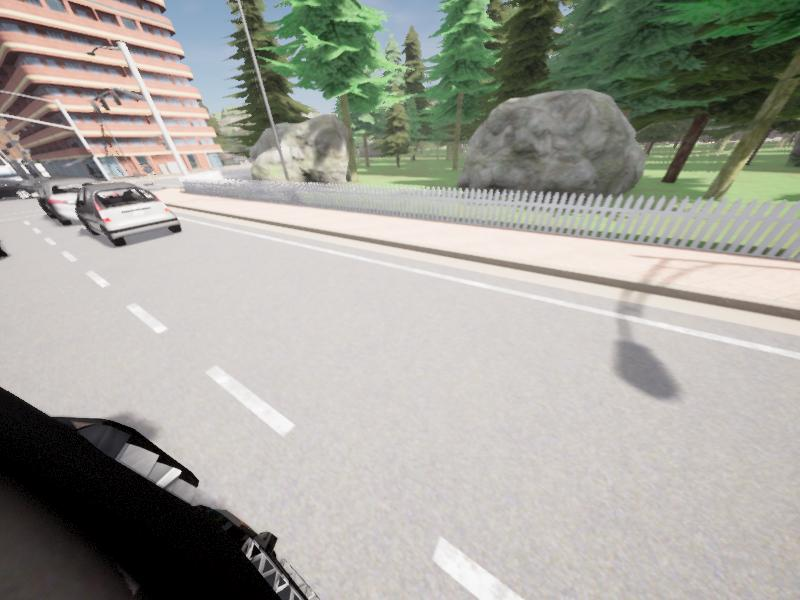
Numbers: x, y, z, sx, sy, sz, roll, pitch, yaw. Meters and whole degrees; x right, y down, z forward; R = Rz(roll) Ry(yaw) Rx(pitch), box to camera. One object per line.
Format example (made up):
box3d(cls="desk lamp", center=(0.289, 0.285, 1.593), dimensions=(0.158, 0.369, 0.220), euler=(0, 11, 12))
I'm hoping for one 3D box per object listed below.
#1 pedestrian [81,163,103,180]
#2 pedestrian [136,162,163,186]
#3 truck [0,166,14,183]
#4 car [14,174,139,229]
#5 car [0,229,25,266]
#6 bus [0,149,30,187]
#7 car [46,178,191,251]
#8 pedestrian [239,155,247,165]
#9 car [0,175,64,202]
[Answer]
box3d(cls="pedestrian", center=(-40.011, -16.638, 30.033), dimensions=(0.751, 1.860, 0.751), euler=(9, 35, 17))
box3d(cls="pedestrian", center=(-23.430, -11.765, 21.618), dimensions=(0.751, 1.860, 0.751), euler=(9, 36, 18))
box3d(cls="truck", center=(-67.296, -21.168, 37.461), dimensions=(8.468, 3.827, 2.891), euler=(17, 38, 27))
box3d(cls="car", center=(-14.843, -4.699, 10.642), dimensions=(4.611, 1.667, 2.242), euler=(17, 38, 27))
box3d(cls="car", center=(-13.094, -1.839, 6.349), dimensions=(4.902, 1.511, 2.128), euler=(17, 38, 27))
box3d(cls="bus", center=(-56.478, -18.044, 31.553), dimensions=(10.273, 4.253, 3.944), euler=(17, 38, 27))
box3d(cls="car", center=(-9.497, -3.069, 7.840), dimensions=(3.988, 1.617, 1.851), euler=(17, 38, 27))
box3d(cls="pedestrian", center=(-35.983, -32.145, 52.965), dimensions=(0.751, 1.860, 0.751), euler=(-14, 35, -16))
box3d(cls="car", center=(-30.148, -8.454, 17.571), dimensions=(4.892, 1.490, 1.837), euler=(-12, 35, -14))
